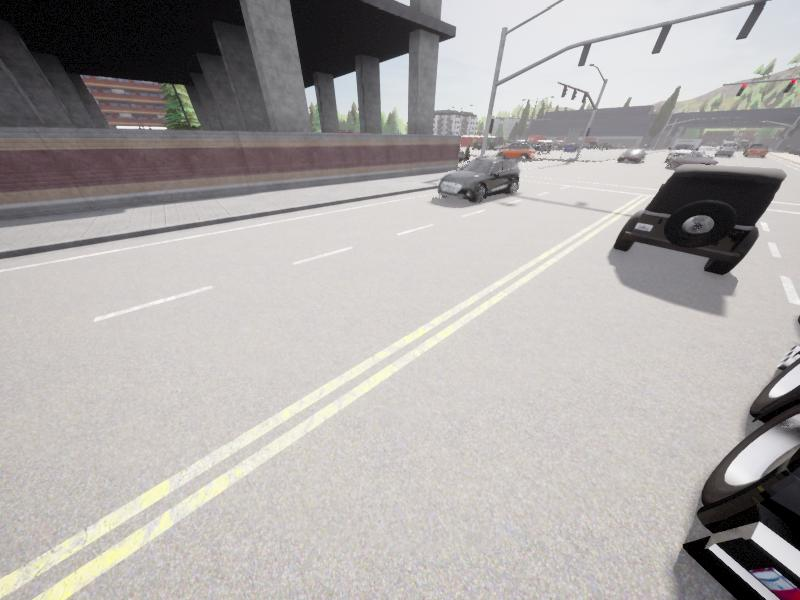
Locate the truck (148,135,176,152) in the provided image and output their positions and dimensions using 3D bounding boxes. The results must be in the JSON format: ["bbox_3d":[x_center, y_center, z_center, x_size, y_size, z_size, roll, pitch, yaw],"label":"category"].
[{"bbox_3d":[-44.263,-29.197,43.026,2.615,2.467,5.204,-26,42,-32],"label":"truck"}]

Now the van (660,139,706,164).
[{"bbox_3d":[35.318,-18.590,28.816,6.366,2.431,2.351,-26,42,-32],"label":"van"}]

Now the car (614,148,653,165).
[{"bbox_3d":[28.089,-17.355,27.804,4.792,1.488,2.163,-26,42,-32],"label":"car"}]

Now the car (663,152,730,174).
[{"bbox_3d":[26.298,-12.419,20.769,1.994,1.385,4.181,14,37,19],"label":"car"}]

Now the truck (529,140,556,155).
[{"bbox_3d":[25.034,-26.856,40.619,4.478,2.038,2.069,-26,42,-32],"label":"truck"}]

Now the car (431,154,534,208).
[{"bbox_3d":[3.937,-5.801,10.915,4.856,1.649,2.033,-26,43,-32],"label":"car"}]

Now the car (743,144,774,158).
[{"bbox_3d":[60.653,-25.257,39.147,4.553,1.767,2.097,-26,43,-32],"label":"car"}]

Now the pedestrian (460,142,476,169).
[{"bbox_3d":[5.753,-12.236,19.547,0.751,1.860,0.751,26,42,32],"label":"pedestrian"}]

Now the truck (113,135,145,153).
[{"bbox_3d":[-47.559,-27.620,40.738,2.615,2.467,5.204,-26,42,-32],"label":"truck"}]

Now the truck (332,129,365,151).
[{"bbox_3d":[-11.407,-35.484,51.317,2.891,3.827,8.468,-26,43,-32],"label":"truck"}]

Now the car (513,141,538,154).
[{"bbox_3d":[23.117,-28.028,42.448,4.605,1.855,1.932,-26,42,-32],"label":"car"}]

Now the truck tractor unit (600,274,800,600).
[{"bbox_3d":[5.128,-0.283,0.757,6.516,4.208,3.053,-18,39,-23],"label":"truck tractor unit"}]

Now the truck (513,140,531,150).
[{"bbox_3d":[32.230,-40.997,60.951,4.478,2.038,2.069,-26,42,-32],"label":"truck"}]

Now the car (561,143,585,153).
[{"bbox_3d":[36.536,-32.141,48.755,4.611,1.667,2.242,-26,42,-32],"label":"car"}]

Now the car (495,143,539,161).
[{"bbox_3d":[15.504,-19.766,30.788,2.097,1.767,4.553,-29,44,-35],"label":"car"}]

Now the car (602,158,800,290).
[{"bbox_3d":[6.880,-2.074,5.369,3.866,1.878,1.905,-26,43,-32],"label":"car"}]

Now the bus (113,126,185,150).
[{"bbox_3d":[-57.572,-37.587,53.653,10.273,4.253,3.944,-25,42,-32],"label":"bus"}]
